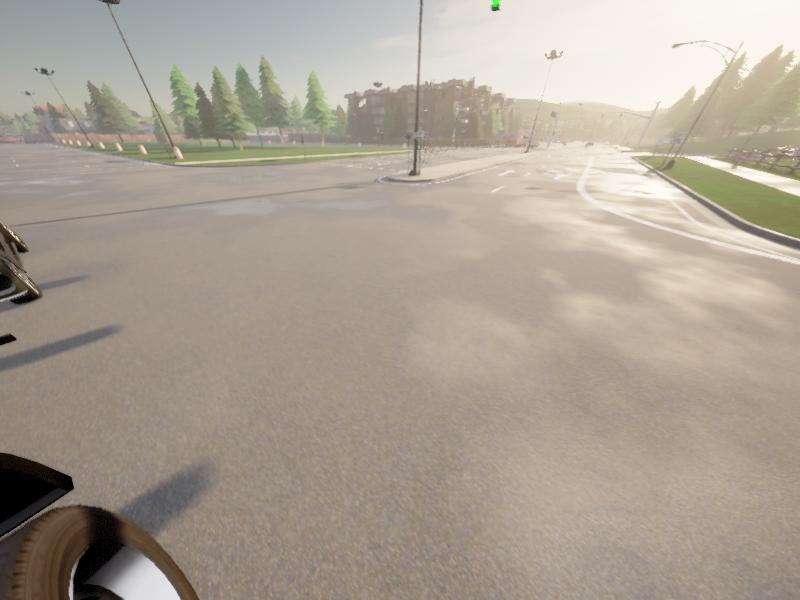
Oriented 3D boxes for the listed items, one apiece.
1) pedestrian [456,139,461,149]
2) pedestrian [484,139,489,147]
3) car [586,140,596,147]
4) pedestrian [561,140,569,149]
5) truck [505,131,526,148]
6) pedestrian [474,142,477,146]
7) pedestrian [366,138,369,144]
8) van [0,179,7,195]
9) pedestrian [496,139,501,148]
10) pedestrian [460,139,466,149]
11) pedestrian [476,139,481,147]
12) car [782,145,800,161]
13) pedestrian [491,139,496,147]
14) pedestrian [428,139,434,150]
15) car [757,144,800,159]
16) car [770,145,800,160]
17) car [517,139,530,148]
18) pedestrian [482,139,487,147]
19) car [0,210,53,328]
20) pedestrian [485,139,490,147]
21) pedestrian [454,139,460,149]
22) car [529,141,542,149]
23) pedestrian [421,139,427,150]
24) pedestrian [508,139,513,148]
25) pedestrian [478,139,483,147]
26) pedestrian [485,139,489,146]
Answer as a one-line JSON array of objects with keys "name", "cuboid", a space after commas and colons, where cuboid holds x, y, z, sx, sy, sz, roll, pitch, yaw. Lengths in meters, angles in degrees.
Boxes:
[{"name": "pedestrian", "cuboid": [13.814, -36.681, 54.365, 0.751, 1.860, 0.751, 24, 42, 30]}, {"name": "pedestrian", "cuboid": [23.846, -43.456, 63.773, 0.751, 1.860, 0.751, 19, 39, 24]}, {"name": "car", "cuboid": [62.199, -50.965, 75.273, 1.930, 1.638, 5.238, 22, 41, 28]}, {"name": "pedestrian", "cuboid": [40.219, -37.845, 56.247, 0.751, 1.860, 0.751, 10, 36, 14]}, {"name": "truck", "cuboid": [33.613, -46.912, 67.371, 2.891, 3.827, 8.468, 22, 41, 28]}, {"name": "pedestrian", "cuboid": [21.593, -44.552, 65.981, 0.500, 1.100, 0.500, 9, 36, 12]}, {"name": "pedestrian", "cuboid": [-12.135, -58.940, 85.412, 0.751, 1.860, 0.751, 23, 41, 28]}, {"name": "van", "cuboid": [-20.567, -6.056, 10.576, 4.442, 1.987, 1.775, 23, 41, 28]}, {"name": "pedestrian", "cuboid": [26.877, -42.792, 63.140, 0.751, 1.860, 0.751, 24, 41, 29]}, {"name": "pedestrian", "cuboid": [14.850, -36.854, 54.614, 0.751, 1.860, 0.751, 22, 41, 28]}, {"name": "pedestrian", "cuboid": [21.432, -43.001, 63.122, 0.751, 1.860, 0.751, 22, 41, 28]}, {"name": "car", "cuboid": [53.829, -18.661, 29.426, 4.856, 1.649, 2.033, 22, 41, 28]}, {"name": "pedestrian", "cuboid": [25.434, -42.989, 63.114, 0.751, 1.860, 0.751, 19, 39, 24]}, {"name": "pedestrian", "cuboid": [6.204, -30.974, 45.940, 0.751, 1.860, 0.751, 25, 42, 31]}, {"name": "car", "cuboid": [57.875, -21.933, 34.104, 5.027, 1.651, 2.152, 22, 41, 28]}, {"name": "car", "cuboid": [55.527, -20.428, 31.959, 3.988, 1.617, 1.851, 22, 41, 28]}, {"name": "car", "cuboid": [33.804, -42.724, 63.138, 1.905, 1.878, 3.866, 22, 41, 28]}, {"name": "pedestrian", "cuboid": [23.737, -44.375, 65.090, 0.751, 1.860, 0.751, 25, 42, 31]}, {"name": "car", "cuboid": [-8.135, -0.838, 3.612, 5.027, 1.651, 2.152, 22, 41, 28]}, {"name": "pedestrian", "cuboid": [24.284, -43.749, 64.192, 0.751, 1.860, 0.751, 20, 40, 26]}, {"name": "pedestrian", "cuboid": [13.652, -37.254, 55.172, 0.751, 1.860, 0.751, 26, 43, 32]}, {"name": "car", "cuboid": [34.988, -40.027, 59.644, 1.837, 1.490, 4.892, 23, 41, 28]}, {"name": "pedestrian", "cuboid": [4.533, -29.736, 44.171, 0.751, 1.860, 0.751, 25, 42, 31]}, {"name": "pedestrian", "cuboid": [29.176, -41.258, 60.986, 0.751, 1.860, 0.751, 21, 40, 26]}, {"name": "pedestrian", "cuboid": [21.993, -42.828, 62.882, 0.751, 1.860, 0.751, 28, 43, 33]}, {"name": "pedestrian", "cuboid": [24.875, -45.103, 66.132, 0.751, 1.860, 0.751, 15, 38, 20]}]
